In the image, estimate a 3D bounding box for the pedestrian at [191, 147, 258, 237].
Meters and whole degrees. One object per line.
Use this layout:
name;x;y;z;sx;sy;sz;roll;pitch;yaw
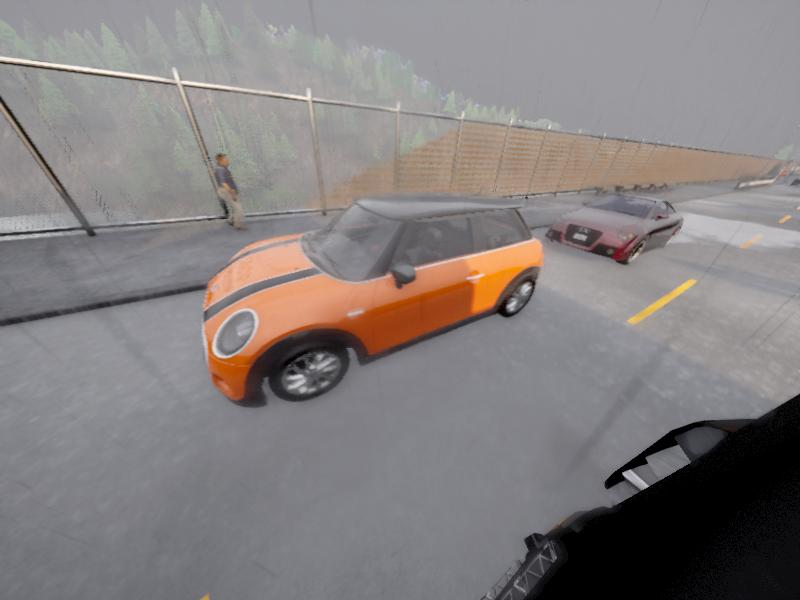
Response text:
pedestrian;-4.257;-2.656;5.747;0.751;1.860;0.751;-16;38;-26

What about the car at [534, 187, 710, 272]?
car;6.247;-2.224;6.568;4.181;1.385;1.994;-16;38;-26

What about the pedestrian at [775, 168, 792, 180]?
pedestrian;70.354;-23.168;42.397;0.751;1.860;0.751;-16;38;-26

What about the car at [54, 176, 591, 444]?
car;-0.075;-0.581;3.220;4.553;1.767;2.097;-16;38;-26

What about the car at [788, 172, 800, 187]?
car;56.884;-16.682;32.022;5.027;1.651;2.152;-15;37;-25
